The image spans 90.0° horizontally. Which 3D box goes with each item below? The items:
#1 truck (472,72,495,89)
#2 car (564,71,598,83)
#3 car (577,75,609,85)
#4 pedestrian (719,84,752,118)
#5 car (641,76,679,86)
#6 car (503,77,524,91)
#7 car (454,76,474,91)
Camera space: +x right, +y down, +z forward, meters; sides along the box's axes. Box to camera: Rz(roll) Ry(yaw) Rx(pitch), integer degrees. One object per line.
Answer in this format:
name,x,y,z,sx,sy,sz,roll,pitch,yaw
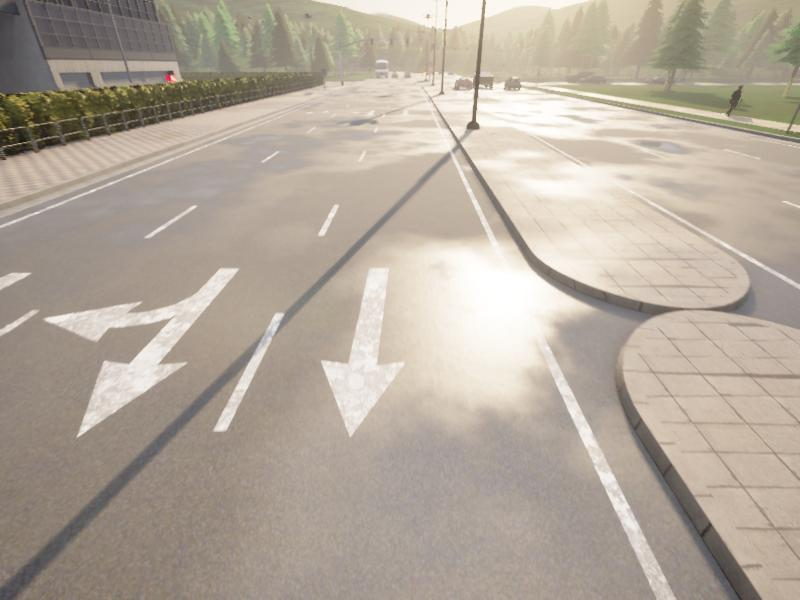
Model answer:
truck,12.788,-33.844,61.648,2.390,2.098,6.274,0,30,1
car,36.087,-44.462,79.871,5.566,2.045,2.150,1,30,1
car,35.611,-40.696,73.977,4.892,1.490,1.837,1,30,1
pedestrian,21.238,-12.634,25.383,0.751,1.860,0.751,1,30,2
car,45.937,-38.749,70.738,4.902,1.511,2.128,1,30,1
car,16.218,-31.154,57.557,1.851,1.617,3.988,0,30,1
car,9.223,-31.457,58.045,2.152,1.651,5.027,1,30,1
